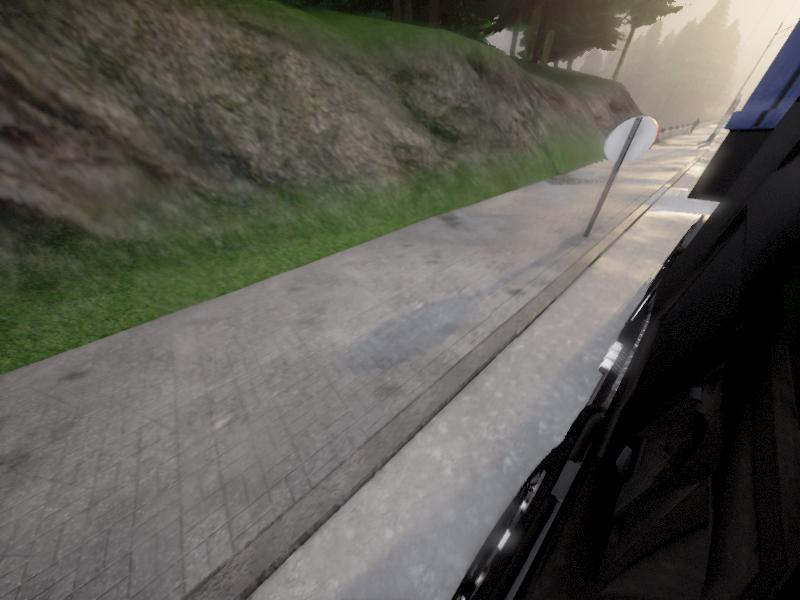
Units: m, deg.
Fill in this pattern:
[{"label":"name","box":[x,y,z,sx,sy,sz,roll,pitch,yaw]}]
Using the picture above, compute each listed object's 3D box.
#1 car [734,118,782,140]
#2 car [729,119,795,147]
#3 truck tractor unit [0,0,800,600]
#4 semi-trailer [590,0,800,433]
[{"label":"car","box":[37.613,-18.076,24.375,4.856,1.649,2.033,-28,43,-30]},{"label":"car","box":[29.881,-13.936,19.224,4.611,1.667,2.242,-28,44,-30]},{"label":"truck tractor unit","box":[2.645,-0.295,0.351,6.516,4.208,3.053,-28,44,-30]},{"label":"semi-trailer","box":[9.261,-3.135,3.598,14.254,4.402,2.717,-21,40,-23]}]
